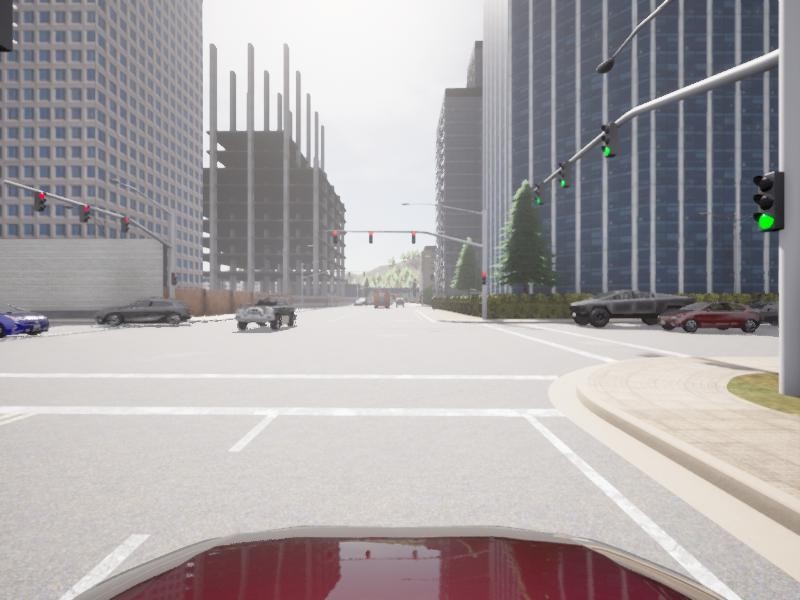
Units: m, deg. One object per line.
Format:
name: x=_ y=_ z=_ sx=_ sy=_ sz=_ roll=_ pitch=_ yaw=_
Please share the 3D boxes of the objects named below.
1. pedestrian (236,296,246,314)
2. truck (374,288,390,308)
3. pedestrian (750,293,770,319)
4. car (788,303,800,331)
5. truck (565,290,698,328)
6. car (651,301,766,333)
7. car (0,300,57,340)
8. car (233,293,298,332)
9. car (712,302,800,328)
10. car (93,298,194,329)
pedestrian: x=-16.316 y=0.482 z=41.071 sx=0.751 sy=1.860 sz=0.751 roll=0 pitch=0 yaw=-4
truck: x=-3.482 y=-0.327 z=80.360 sx=2.891 sy=3.827 sz=8.468 roll=0 pitch=0 yaw=0
pedestrian: x=25.664 y=0.428 z=28.502 sx=0.751 sy=1.860 sz=0.751 roll=0 pitch=0 yaw=8
car: x=21.897 y=0.851 z=19.462 sx=4.181 sy=1.385 sz=1.994 roll=0 pitch=0 yaw=-1
truck: x=13.109 y=0.486 z=22.974 sx=6.274 sy=2.098 sz=2.390 roll=0 pitch=0 yaw=0
car: x=14.897 y=0.798 z=19.469 sx=4.193 sy=1.474 sz=1.816 roll=0 pitch=0 yaw=0
car: x=-17.155 y=0.777 z=16.318 sx=4.514 sy=1.525 sz=2.007 roll=0 pitch=0 yaw=-3
car: x=-6.996 y=0.627 z=21.389 sx=1.932 sy=1.855 sz=4.605 roll=0 pitch=0 yaw=0
car: x=20.969 y=0.813 z=22.955 sx=4.674 sy=1.442 sz=1.812 roll=0 pitch=0 yaw=0
car: x=-15.104 y=0.734 z=23.907 sx=4.856 sy=1.649 sz=2.033 roll=0 pitch=1 yaw=-29
